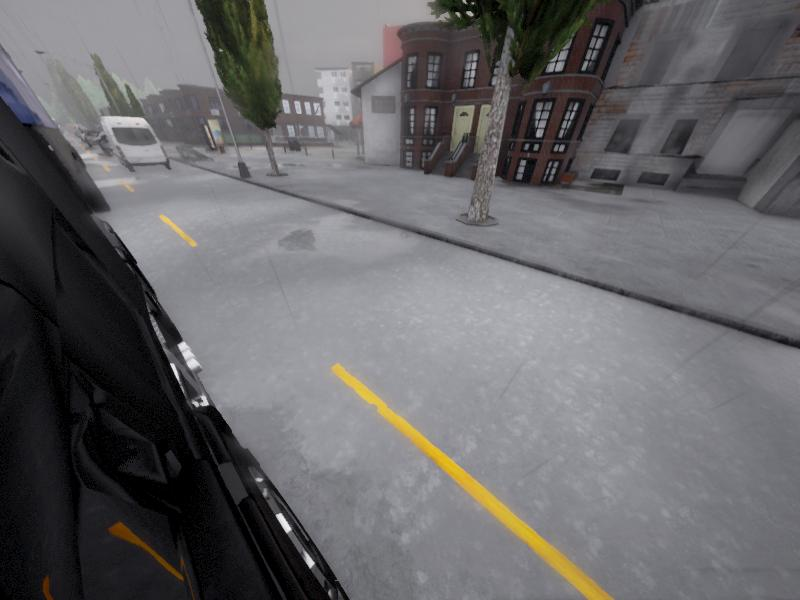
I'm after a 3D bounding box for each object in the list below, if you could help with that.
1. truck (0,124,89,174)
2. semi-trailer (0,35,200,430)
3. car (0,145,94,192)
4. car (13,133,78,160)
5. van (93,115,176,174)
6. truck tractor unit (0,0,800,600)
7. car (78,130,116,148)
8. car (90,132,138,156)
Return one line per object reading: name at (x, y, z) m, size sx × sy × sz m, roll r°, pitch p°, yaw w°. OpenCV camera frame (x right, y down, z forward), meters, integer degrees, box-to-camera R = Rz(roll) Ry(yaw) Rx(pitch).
truck at (-21.203, -9.098, 13.709) m, size 6.274 × 2.098 × 2.390 m, roll 27°, pitch 43°, yaw 31°
semi-trailer at (-8.690, -3.508, 4.380) m, size 14.254 × 4.402 × 2.717 m, roll 27°, pitch 43°, yaw 31°
car at (-15.473, -5.879, 10.078) m, size 4.181 × 1.385 × 1.994 m, roll 27°, pitch 42°, yaw 32°
car at (-27.652, -12.129, 18.203) m, size 4.902 × 1.511 × 2.128 m, roll 28°, pitch 43°, yaw 32°
van at (-16.494, -9.678, 14.318) m, size 5.915 × 2.561 × 1.988 m, roll 29°, pitch 44°, yaw 32°
truck tractor unit at (-2.645, -0.295, 0.351) m, size 6.516 × 4.208 × 3.053 m, roll 28°, pitch 44°, yaw 30°
car at (-38.620, -20.568, 29.437) m, size 4.611 × 1.667 × 2.242 m, roll 29°, pitch 44°, yaw 32°
car at (-26.831, -14.654, 21.658) m, size 4.856 × 1.649 × 2.033 m, roll 28°, pitch 43°, yaw 32°
